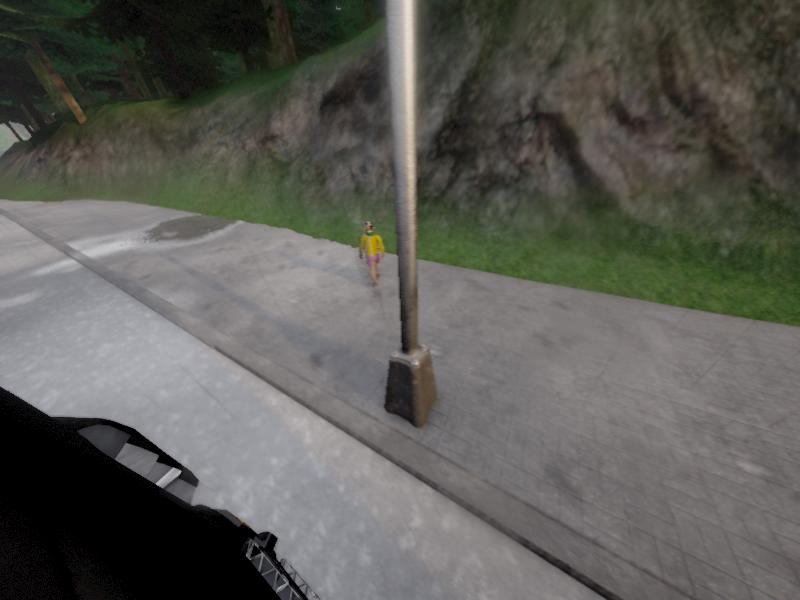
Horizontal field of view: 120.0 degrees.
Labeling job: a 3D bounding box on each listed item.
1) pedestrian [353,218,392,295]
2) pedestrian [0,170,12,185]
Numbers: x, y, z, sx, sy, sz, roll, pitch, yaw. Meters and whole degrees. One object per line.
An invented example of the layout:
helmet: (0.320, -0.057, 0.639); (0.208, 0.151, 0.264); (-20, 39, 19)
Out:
pedestrian: (-0.438, -0.711, 3.812); (0.500, 1.100, 0.500); (-7, 34, -6)
pedestrian: (-47.551, -14.746, 27.394); (0.751, 1.860, 0.751); (21, 40, 31)
